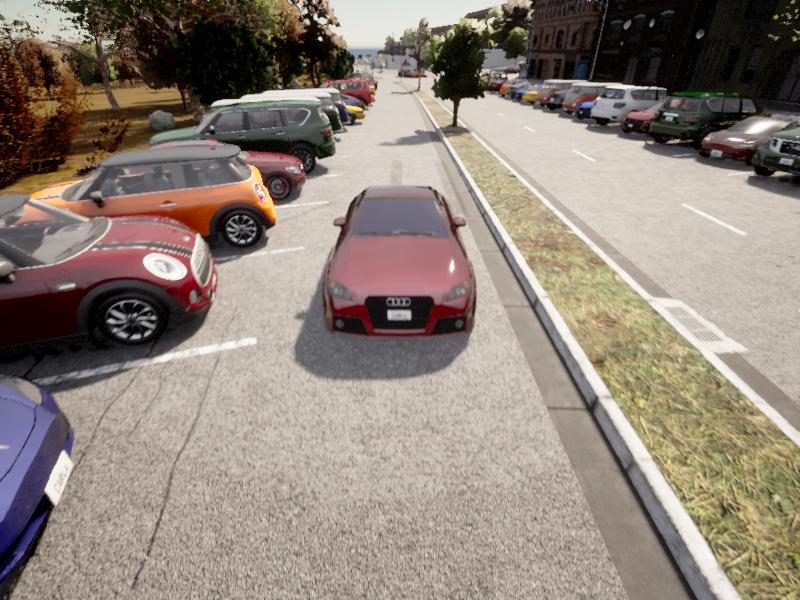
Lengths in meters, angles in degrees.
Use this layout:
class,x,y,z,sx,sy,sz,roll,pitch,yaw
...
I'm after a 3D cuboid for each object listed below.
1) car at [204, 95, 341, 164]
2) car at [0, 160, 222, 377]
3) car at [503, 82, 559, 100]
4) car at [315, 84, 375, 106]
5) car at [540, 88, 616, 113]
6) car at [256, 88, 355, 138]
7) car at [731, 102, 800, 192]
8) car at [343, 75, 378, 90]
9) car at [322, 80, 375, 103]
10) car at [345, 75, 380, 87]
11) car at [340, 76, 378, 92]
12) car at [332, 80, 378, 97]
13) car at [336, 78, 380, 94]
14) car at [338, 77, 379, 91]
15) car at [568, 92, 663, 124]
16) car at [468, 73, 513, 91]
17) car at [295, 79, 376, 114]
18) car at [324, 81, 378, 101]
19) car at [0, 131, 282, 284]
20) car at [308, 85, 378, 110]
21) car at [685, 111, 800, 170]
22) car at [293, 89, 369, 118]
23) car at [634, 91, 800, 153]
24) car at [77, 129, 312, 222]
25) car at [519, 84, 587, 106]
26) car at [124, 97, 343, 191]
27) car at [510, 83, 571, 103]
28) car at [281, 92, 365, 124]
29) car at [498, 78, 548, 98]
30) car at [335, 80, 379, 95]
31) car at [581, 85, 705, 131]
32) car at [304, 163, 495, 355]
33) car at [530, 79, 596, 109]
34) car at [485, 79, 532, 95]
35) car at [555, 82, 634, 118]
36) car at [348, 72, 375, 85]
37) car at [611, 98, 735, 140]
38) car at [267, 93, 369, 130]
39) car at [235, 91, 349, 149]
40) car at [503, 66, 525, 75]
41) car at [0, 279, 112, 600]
class,x,y,z,sx,sy,sz,roll,pitch,yaw
car,-4.737,-6.557,15.192,4.442,1.987,1.878,-11,32,-17
car,-4.862,-0.419,4.932,4.553,1.767,2.185,-11,32,-17
car,13.218,-21.140,40.445,4.892,1.521,2.231,-10,32,-18
car,-4.915,-18.382,35.798,4.892,1.521,2.231,-11,32,-17
car,13.348,-15.017,30.073,4.792,1.488,2.163,-10,32,-18
car,-4.751,-9.571,20.329,4.442,1.987,1.878,-11,32,-17
car,13.324,-4.591,11.756,5.566,2.045,2.435,-10,32,-18
car,-5.785,-31.980,58.731,4.553,1.767,2.185,-13,33,-19
car,-4.929,-19.998,38.302,4.553,1.767,2.185,-11,32,-17
car,-6.257,-36.396,66.498,5.366,1.575,1.946,-14,32,-20
car,-5.527,-28.978,53.614,4.553,1.767,2.185,-13,32,-19
car,-5.179,-24.349,46.026,4.792,1.488,2.163,-12,32,-18
car,-5.355,-27.378,51.132,5.008,1.535,2.097,-12,33,-19
car,-5.815,-30.333,56.170,5.366,1.575,1.946,-13,33,-19
car,13.334,-11.988,24.855,5.008,1.535,2.097,-10,32,-18
car,12.640,-30.527,55.925,5.566,2.045,2.435,-12,33,-20
car,-4.910,-15.587,30.535,5.566,2.045,2.435,-11,32,-17
car,-4.997,-21.385,40.915,5.008,1.535,2.097,-12,32,-17
car,-4.803,-1.933,7.511,4.553,1.767,2.185,-11,32,-17
car,-4.725,-16.920,33.293,5.366,1.575,1.946,-11,32,-17
car,13.315,-5.872,14.492,4.792,1.488,2.163,-10,32,-18
car,-4.847,-13.853,28.133,4.792,1.488,2.163,-11,32,-17
car,13.367,-7.649,16.966,5.566,2.045,2.435,-10,32,-18
car,-4.838,-3.294,10.159,4.674,1.452,2.002,-11,32,-17
car,13.466,-18.123,35.304,5.366,1.575,1.946,-10,32,-18
car,-4.869,-5.044,12.566,5.566,2.045,2.435,-11,32,-17
car,13.278,-19.613,37.841,5.008,1.535,2.097,-10,33,-18
car,-4.893,-12.333,25.544,4.792,1.488,2.163,-11,32,-17
car,13.154,-22.779,42.984,4.553,1.767,2.185,-11,32,-19
car,-5.219,-25.864,48.609,4.792,1.488,2.163,-12,32,-18
car,13.362,-10.690,22.148,5.566,2.045,2.435,-10,32,-18
car,-0.003,-0.994,6.313,1.994,1.385,4.181,0,31,0
car,13.206,-16.735,32.491,4.442,1.987,1.878,-10,32,-18
car,13.019,-25.733,48.260,5.008,1.535,2.097,-11,32,-19
car,13.223,-13.685,27.296,4.442,1.987,1.878,-10,32,-18
car,-7.088,-41.049,73.995,4.442,1.987,1.878,-14,33,-21
car,13.340,-8.946,19.671,5.008,1.535,2.097,-10,32,-18
car,-4.686,-10.897,23.027,5.366,1.575,1.946,-11,32,-17
car,-4.744,-8.064,17.760,4.442,1.987,1.878,-11,32,-17
car,25.399,-51.315,89.297,2.002,1.452,4.674,-22,37,-23
car,-4.804,1.420,2.104,4.792,1.488,2.163,-11,32,-17
